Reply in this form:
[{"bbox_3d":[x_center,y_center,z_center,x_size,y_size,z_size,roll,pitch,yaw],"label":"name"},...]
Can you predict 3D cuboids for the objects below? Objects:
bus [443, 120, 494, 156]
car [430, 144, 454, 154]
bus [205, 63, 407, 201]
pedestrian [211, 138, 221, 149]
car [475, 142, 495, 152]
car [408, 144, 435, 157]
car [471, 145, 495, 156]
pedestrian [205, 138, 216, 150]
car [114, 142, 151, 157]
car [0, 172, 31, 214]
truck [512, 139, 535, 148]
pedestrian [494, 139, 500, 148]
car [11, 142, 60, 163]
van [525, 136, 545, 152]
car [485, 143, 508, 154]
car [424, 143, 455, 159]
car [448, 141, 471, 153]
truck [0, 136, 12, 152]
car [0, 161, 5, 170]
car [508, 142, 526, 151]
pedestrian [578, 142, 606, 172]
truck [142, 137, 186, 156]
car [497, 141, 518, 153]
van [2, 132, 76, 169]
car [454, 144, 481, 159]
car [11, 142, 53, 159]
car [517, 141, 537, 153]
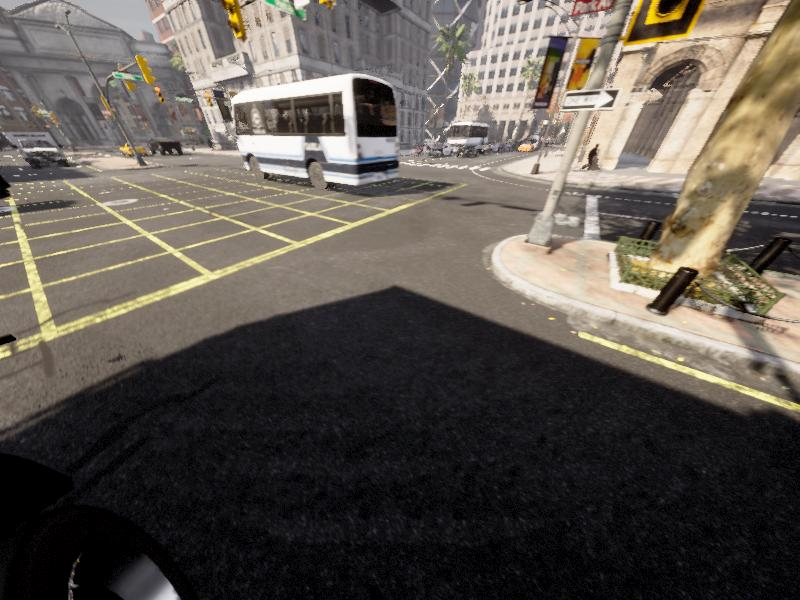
[{"bbox_3d":[11.447,-26.550,37.969,3.944,4.253,10.273,22,41,28],"label":"bus"},{"bbox_3d":[7.153,-25.466,38.964,1.895,1.301,4.718,22,41,28],"label":"car"},{"bbox_3d":[-5.054,-8.657,12.464,10.273,4.253,3.944,22,41,28],"label":"bus"},{"bbox_3d":[-37.228,-31.708,46.689,0.751,1.860,0.751,25,42,31],"label":"pedestrian"},{"bbox_3d":[16.524,-29.671,44.800,2.007,1.525,4.514,22,41,28],"label":"car"},{"bbox_3d":[3.252,-22.298,34.312,1.812,1.442,4.674,22,41,28],"label":"car"},{"bbox_3d":[12.889,-23.124,35.685,1.895,1.301,4.718,22,41,28],"label":"car"},{"bbox_3d":[-34.431,-28.383,41.992,0.751,1.860,0.751,26,43,32],"label":"pedestrian"},{"bbox_3d":[-35.859,-20.195,30.915,5.366,1.575,1.801,22,41,28],"label":"car"},{"bbox_3d":[-15.630,-3.291,6.826,1.932,1.855,4.605,22,41,28],"label":"car"},{"bbox_3d":[33.396,-42.266,62.294,6.274,2.098,2.390,-23,41,-29],"label":"truck"},{"bbox_3d":[25.336,-40.729,60.223,0.751,1.860,0.751,27,43,33],"label":"pedestrian"},{"bbox_3d":[-38.582,-15.695,24.469,4.856,1.649,2.033,22,41,28],"label":"car"},{"bbox_3d":[28.035,-32.463,47.970,1.988,2.561,5.915,22,41,28],"label":"van"},{"bbox_3d":[17.006,-26.511,40.435,2.033,1.411,5.357,22,41,28],"label":"car"},{"bbox_3d":[5.513,-20.671,31.945,2.038,1.542,4.974,22,41,28],"label":"car"},{"bbox_3d":[11.213,-28.913,43.559,2.242,1.667,4.611,23,41,28],"label":"car"},{"bbox_3d":[-68.552,-24.849,36.817,6.274,2.098,2.390,-25,43,-32],"label":"truck"},{"bbox_3d":[-33.933,-11.243,18.391,5.357,1.411,2.033,22,41,28],"label":"car"},{"bbox_3d":[25.508,-33.441,50.331,2.033,1.411,5.357,22,41,28],"label":"car"},{"bbox_3d":[14.190,-10.598,17.127,0.751,1.860,0.751,-19,39,-25],"label":"pedestrian"},{"bbox_3d":[-33.764,-22.016,33.064,6.274,2.098,2.390,22,41,28],"label":"truck"},{"bbox_3d":[21.137,-29.993,45.209,2.152,1.651,5.027,23,41,28],"label":"car"},{"bbox_3d":[-32.300,-13.462,20.655,6.366,2.431,2.351,22,41,28],"label":"van"},{"bbox_3d":[9.163,-20.140,31.268,1.816,1.474,4.193,22,41,28],"label":"car"},{"bbox_3d":[-44.444,-18.066,27.889,4.902,1.511,2.128,23,41,28],"label":"car"},{"bbox_3d":[23.913,-28.785,43.367,2.097,1.767,4.553,22,41,28],"label":"car"}]
